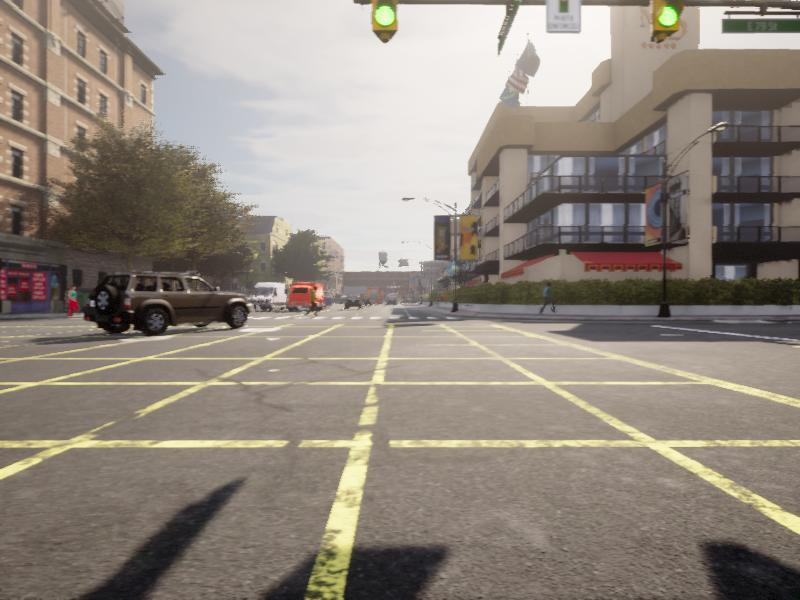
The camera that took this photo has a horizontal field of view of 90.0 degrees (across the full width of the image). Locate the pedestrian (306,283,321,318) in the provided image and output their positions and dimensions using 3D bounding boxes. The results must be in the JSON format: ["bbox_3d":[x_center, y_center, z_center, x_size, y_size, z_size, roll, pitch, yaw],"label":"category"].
[{"bbox_3d":[-4.712,0.038,21.809,0.751,1.860,0.751,0,0,-11],"label":"pedestrian"}]

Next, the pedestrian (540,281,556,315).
[{"bbox_3d":[8.303,-0.116,22.366,0.751,1.860,0.751,0,0,28],"label":"pedestrian"}]

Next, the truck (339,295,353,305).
[{"bbox_3d":[-11.961,-0.059,89.266,2.390,2.098,6.274,0,0,0],"label":"truck"}]

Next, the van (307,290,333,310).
[{"bbox_3d":[-8.202,0.000,41.413,1.775,1.987,4.442,0,0,0],"label":"van"}]

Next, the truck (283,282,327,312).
[{"bbox_3d":[-8.167,-0.242,34.914,2.627,2.467,5.204,0,0,0],"label":"truck"}]

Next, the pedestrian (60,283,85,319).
[{"bbox_3d":[-17.407,0.036,21.284,0.751,1.860,0.751,0,0,-3],"label":"pedestrian"}]

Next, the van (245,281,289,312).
[{"bbox_3d":[-11.680,-0.276,35.603,1.988,2.561,5.915,0,0,-1],"label":"van"}]

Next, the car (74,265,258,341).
[{"bbox_3d":[-6.837,0.056,12.335,1.932,1.855,4.605,0,1,25],"label":"car"}]

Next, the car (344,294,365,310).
[{"bbox_3d":[-4.706,0.215,41.808,1.789,1.549,3.705,0,0,0],"label":"car"}]

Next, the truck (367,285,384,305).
[{"bbox_3d":[-4.911,-0.924,80.439,2.891,3.827,8.468,0,0,0],"label":"truck"}]
